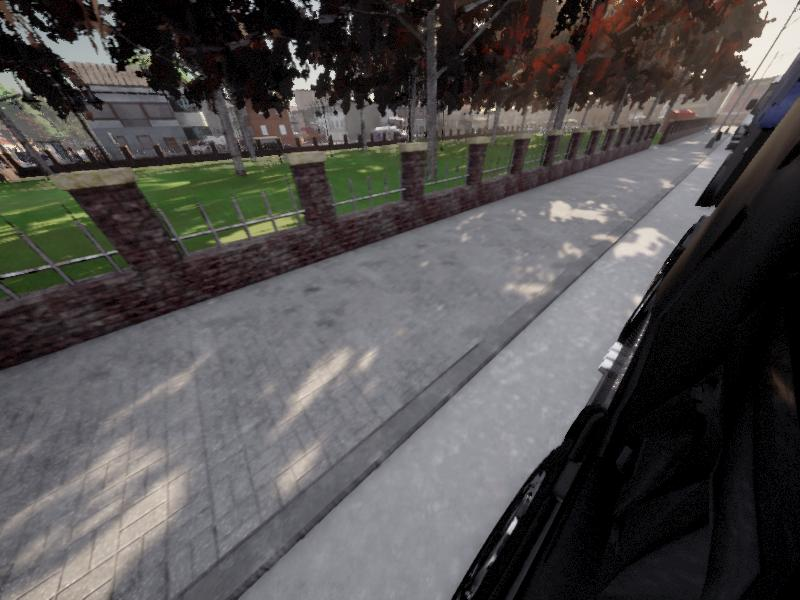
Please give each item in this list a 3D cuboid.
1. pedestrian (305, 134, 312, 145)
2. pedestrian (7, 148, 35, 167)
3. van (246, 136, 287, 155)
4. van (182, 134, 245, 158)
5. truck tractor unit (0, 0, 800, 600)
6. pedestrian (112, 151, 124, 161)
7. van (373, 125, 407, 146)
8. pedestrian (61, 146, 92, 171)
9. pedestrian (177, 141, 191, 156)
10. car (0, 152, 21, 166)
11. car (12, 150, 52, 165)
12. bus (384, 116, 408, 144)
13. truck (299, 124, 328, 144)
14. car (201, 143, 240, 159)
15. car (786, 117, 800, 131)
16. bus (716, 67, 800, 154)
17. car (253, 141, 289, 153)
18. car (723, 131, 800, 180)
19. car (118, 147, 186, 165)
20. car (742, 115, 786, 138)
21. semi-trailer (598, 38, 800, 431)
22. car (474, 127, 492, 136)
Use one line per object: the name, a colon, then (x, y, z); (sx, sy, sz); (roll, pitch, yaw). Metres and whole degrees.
pedestrian: (-19.756, -34.719, 50.022); (0.751, 1.860, 0.751); (26, 45, 33)
pedestrian: (-47.328, -17.828, 28.906); (0.751, 1.860, 0.751); (-21, 40, -23)
van: (-19.463, -22.707, 33.887); (4.442, 1.987, 1.775); (-29, 44, -31)
van: (-26.785, -22.303, 33.418); (6.366, 2.431, 2.351); (-28, 43, -30)
truck tractor unit: (2.645, -0.295, 0.351); (6.516, 4.208, 3.053); (-28, 44, -30)
pedestrian: (-37.916, -19.393, 31.050); (0.500, 1.100, 0.500); (-28, 43, -30)
van: (-1.821, -32.199, 45.200); (6.366, 2.431, 2.351); (-1, 49, 4)
pedestrian: (-30.054, -13.170, 21.531); (0.751, 1.860, 0.751); (-28, 43, -30)
pedestrian: (-32.228, -22.662, 34.483); (0.751, 1.860, 0.751); (-31, 45, -33)
car: (-61.458, -21.563, 35.334); (2.163, 1.488, 4.792); (-28, 43, -30)
car: (-56.958, -22.224, 35.903); (1.882, 1.535, 5.008); (-28, 43, -30)
bus: (-0.698, -36.528, 49.508); (3.944, 4.253, 10.273); (6, 38, 1)
truck: (-21.492, -40.913, 57.081); (2.891, 3.827, 8.468); (-28, 43, -30)
car: (-24.107, -20.130, 31.071); (3.633, 1.501, 1.845); (-29, 44, -31)
car: (57.706, -25.176, 32.932); (4.792, 1.488, 2.163); (-28, 43, -30)
bus: (28.105, -13.664, 16.851); (10.273, 4.253, 3.944); (-28, 43, -30)
car: (-20.758, -24.734, 37.289); (4.718, 1.301, 1.895); (-25, 42, -28)
car: (17.259, -6.859, 10.712); (5.357, 1.411, 2.033); (-28, 43, -30)
car: (-29.545, -17.397, 27.823); (5.357, 1.411, 2.033); (-26, 43, -29)
car: (41.022, -19.623, 26.098); (3.866, 1.878, 1.905); (-28, 43, -30)
semi-trailer: (8.700, -3.583, 4.257); (14.254, 4.402, 2.717); (-28, 43, -30)
car: (22.079, -44.716, 61.198); (4.605, 1.855, 1.932); (-28, 43, -30)
